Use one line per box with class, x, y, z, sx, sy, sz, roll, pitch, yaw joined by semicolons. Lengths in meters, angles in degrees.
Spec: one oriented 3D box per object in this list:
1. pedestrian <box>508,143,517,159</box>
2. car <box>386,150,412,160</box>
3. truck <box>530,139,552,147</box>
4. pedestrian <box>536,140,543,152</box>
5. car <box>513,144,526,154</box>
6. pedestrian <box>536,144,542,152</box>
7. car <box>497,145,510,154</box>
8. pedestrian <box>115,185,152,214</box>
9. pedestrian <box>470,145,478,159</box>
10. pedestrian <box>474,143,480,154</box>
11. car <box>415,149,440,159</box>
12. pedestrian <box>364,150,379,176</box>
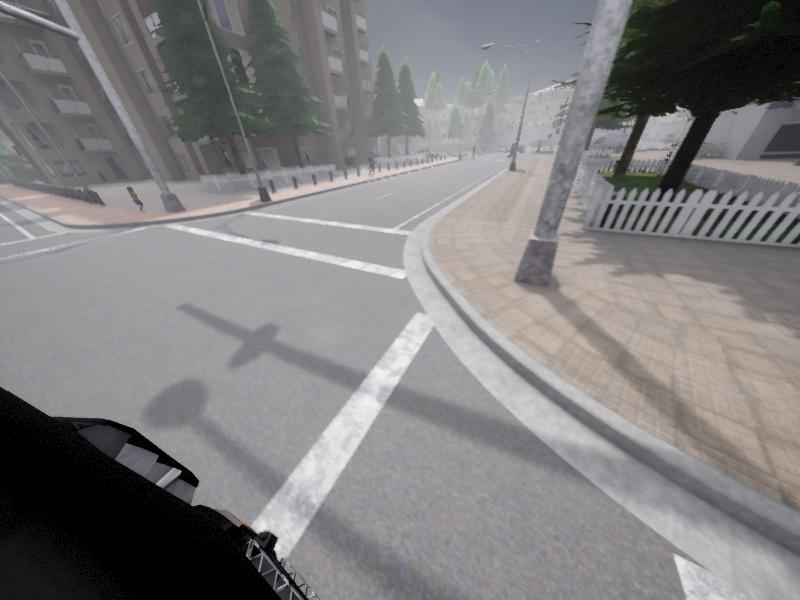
pedestrian;16.548;-21.924;34.004;0.751;1.860;0.751;1;34;6
car;-0.197;-30.520;48.559;5.008;1.535;1.882;15;38;25
truck;49.705;-55.174;81.364;6.274;2.098;2.390;15;38;25
pedestrian;27.812;-30.676;46.049;0.751;1.860;0.751;22;41;33
car;25.501;-32.303;49.328;1.837;1.490;4.892;15;37;25
pedestrian;27.409;-29.978;45.536;0.751;1.300;0.751;16;38;26
car;23.651;-34.432;52.650;2.007;1.525;4.514;15;37;25
pedestrian;-11.798;-4.440;10.245;0.500;1.100;0.500;12;36;22
pedestrian;11.758;-23.393;36.585;0.751;1.860;0.751;-28;41;-33
pedestrian;16.854;-33.096;50.453;0.751;1.860;0.751;19;39;29
car;5.402;-28.999;45.847;4.514;1.525;2.007;15;38;26
pedestrian;-2.439;-11.677;19.763;0.751;1.860;0.751;15;38;25
